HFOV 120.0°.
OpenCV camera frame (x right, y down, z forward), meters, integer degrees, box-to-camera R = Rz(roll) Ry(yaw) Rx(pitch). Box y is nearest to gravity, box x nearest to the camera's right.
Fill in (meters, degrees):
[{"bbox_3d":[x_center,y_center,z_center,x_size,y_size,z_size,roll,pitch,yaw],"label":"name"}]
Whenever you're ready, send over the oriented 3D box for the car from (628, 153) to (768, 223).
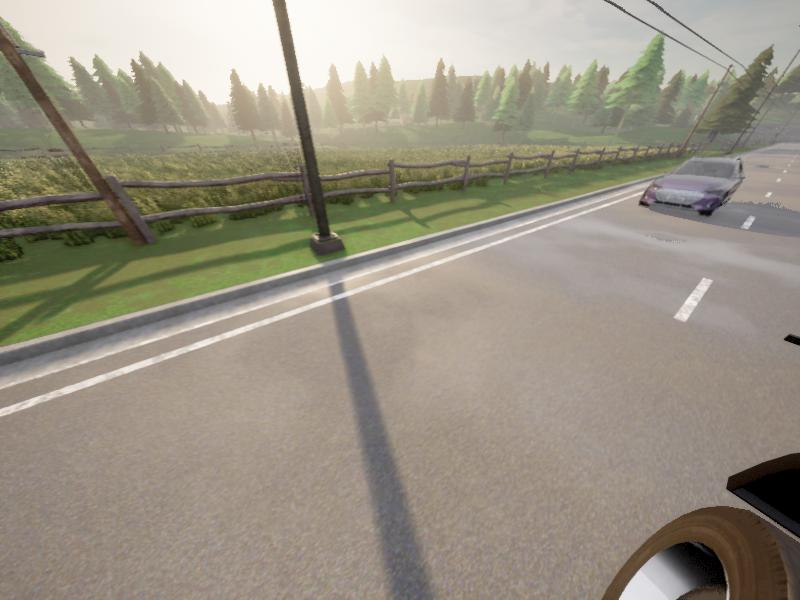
[{"bbox_3d":[11.146,-4.396,8.638,4.856,1.649,2.033,-22,41,-28],"label":"car"}]
